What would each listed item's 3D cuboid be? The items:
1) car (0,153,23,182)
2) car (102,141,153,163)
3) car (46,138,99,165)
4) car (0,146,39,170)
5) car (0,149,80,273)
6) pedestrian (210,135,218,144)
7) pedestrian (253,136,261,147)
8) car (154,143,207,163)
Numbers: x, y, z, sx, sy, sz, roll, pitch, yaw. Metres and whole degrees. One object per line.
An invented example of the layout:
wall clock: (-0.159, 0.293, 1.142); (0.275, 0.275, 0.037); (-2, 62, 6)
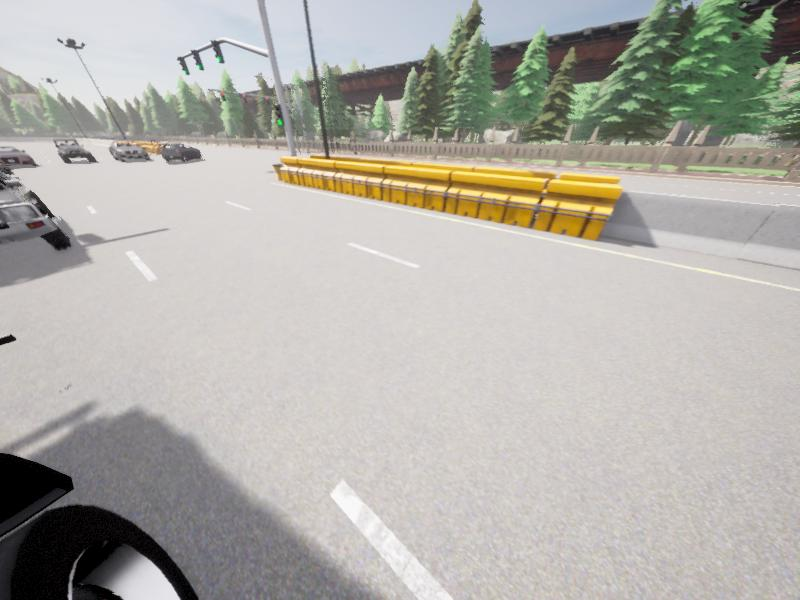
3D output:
car: (-24.020, -6.982, 12.052); (1.851, 1.617, 3.988); (16, 38, 21)
car: (-27.518, -15.022, 23.304); (5.027, 1.651, 2.152); (24, 42, 29)
car: (-29.947, -13.664, 21.138); (3.866, 1.878, 1.905); (24, 42, 29)
car: (-30.944, -11.346, 18.322); (4.181, 1.385, 1.994); (24, 42, 29)
car: (-9.685, -2.145, 5.164); (4.605, 1.855, 1.932); (24, 41, 28)
pedestrian: (-46.757, -40.154, 57.917); (0.751, 1.860, 0.751); (24, 42, 29)
pedestrian: (-29.898, -33.163, 48.265); (0.751, 1.860, 0.751); (25, 42, 30)
car: (-21.396, -14.530, 22.752); (1.845, 1.501, 3.633); (-3, 35, -5)
